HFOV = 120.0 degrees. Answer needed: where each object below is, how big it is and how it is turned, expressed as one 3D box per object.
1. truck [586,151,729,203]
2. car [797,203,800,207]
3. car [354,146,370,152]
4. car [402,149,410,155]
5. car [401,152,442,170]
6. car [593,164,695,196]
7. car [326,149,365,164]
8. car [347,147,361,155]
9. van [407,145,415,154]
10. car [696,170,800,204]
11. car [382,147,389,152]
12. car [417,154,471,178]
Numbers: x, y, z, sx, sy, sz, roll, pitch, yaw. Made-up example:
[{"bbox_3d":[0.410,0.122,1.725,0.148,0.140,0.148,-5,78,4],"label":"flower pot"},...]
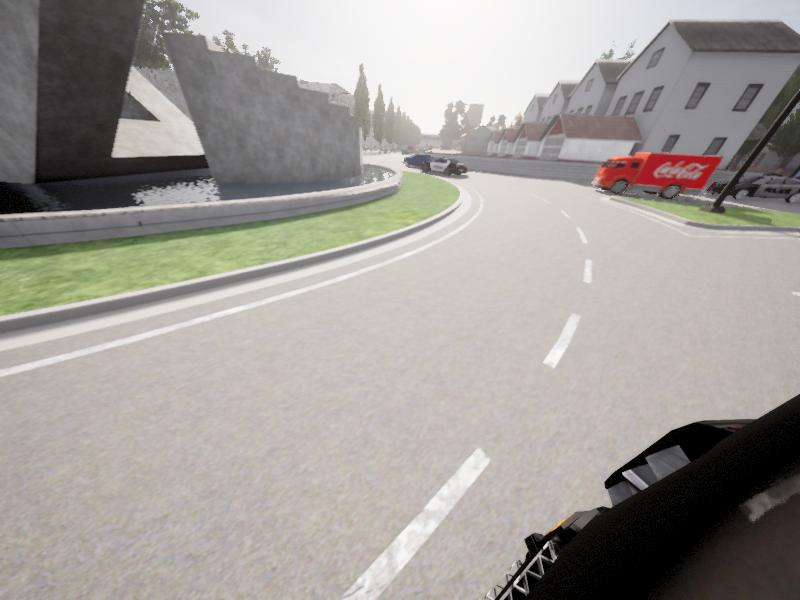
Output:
[{"bbox_3d":[16.332,-8.279,15.318,5.204,2.467,2.627,15,35,17],"label":"truck"},{"bbox_3d":[27.256,-5.614,13.166,4.718,1.301,1.895,8,34,7],"label":"car"},{"bbox_3d":[-13.804,-55.085,84.084,5.238,1.638,1.930,-19,39,-28],"label":"car"},{"bbox_3d":[1.856,-43.458,67.898,1.816,1.474,4.193,6,34,5],"label":"car"},{"bbox_3d":[2.603,-17.367,28.777,1.882,1.535,5.008,-25,43,-35],"label":"car"},{"bbox_3d":[18.505,-9.408,17.921,4.856,1.649,2.033,14,35,16],"label":"car"},{"bbox_3d":[-7.138,-18.922,30.486,4.674,1.442,1.812,12,35,14],"label":"car"},{"bbox_3d":[-11.402,-37.472,57.904,2.038,1.542,4.974,6,34,5],"label":"car"},{"bbox_3d":[3.770,-51.253,78.561,1.988,2.561,5.915,6,34,5],"label":"van"},{"bbox_3d":[25.426,-8.011,16.316,5.238,1.638,1.930,8,34,8],"label":"car"},{"bbox_3d":[-5.702,-59.570,91.215,1.801,1.575,5.366,6,34,5],"label":"car"},{"bbox_3d":[4.228,-13.398,22.974,2.038,1.542,4.974,-23,43,-33],"label":"car"}]
